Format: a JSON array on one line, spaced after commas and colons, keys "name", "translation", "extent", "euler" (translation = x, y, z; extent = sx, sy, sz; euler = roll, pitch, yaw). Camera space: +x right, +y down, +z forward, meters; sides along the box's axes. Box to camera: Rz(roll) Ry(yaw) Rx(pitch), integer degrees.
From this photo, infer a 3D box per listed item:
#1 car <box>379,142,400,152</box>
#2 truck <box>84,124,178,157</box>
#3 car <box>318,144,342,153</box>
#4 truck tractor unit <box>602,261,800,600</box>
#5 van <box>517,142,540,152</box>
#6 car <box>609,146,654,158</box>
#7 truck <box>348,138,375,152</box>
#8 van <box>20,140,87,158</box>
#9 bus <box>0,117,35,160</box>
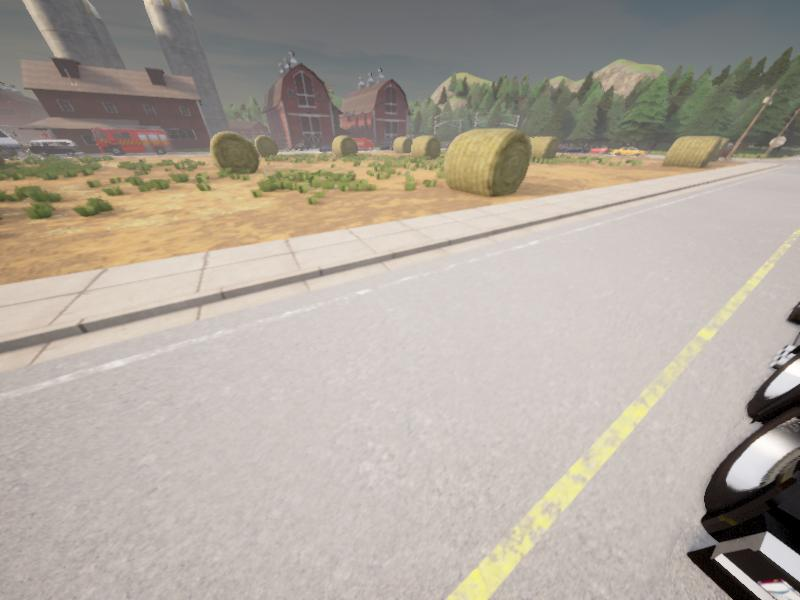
[{"name": "car", "translation": [-2.463, -36.306, 54.637], "extent": [4.605, 1.855, 1.932], "euler": [-21, 40, -28]}, {"name": "truck", "translation": [-41.081, -24.778, 35.983], "extent": [8.468, 3.827, 2.891], "euler": [-21, 40, -28]}, {"name": "car", "translation": [-14.549, -31.489, 48.007], "extent": [4.181, 1.385, 1.994], "euler": [-21, 41, -27]}, {"name": "truck tractor unit", "translation": [5.108, -0.302, 0.795], "extent": [6.516, 4.208, 3.053], "euler": [-18, 39, -24]}, {"name": "van", "translation": [32.237, -38.612, 58.224], "extent": [1.775, 1.987, 4.442], "euler": [-20, 40, -27]}, {"name": "car", "translation": [41.414, -26.697, 41.507], "extent": [1.801, 1.575, 5.366], "euler": [-20, 40, -27]}, {"name": "truck", "translation": [-8.448, -34.261, 51.119], "extent": [5.204, 2.467, 2.627], "euler": [-21, 40, -28]}, {"name": "van", "translation": [-48.330, -21.282, 32.445], "extent": [4.480, 2.038, 2.069], "euler": [-21, 40, -27]}, {"name": "bus", "translation": [-51.984, -18.252, 26.122], "extent": [3.944, 4.253, 10.273], "euler": [17, 38, 23]}]
